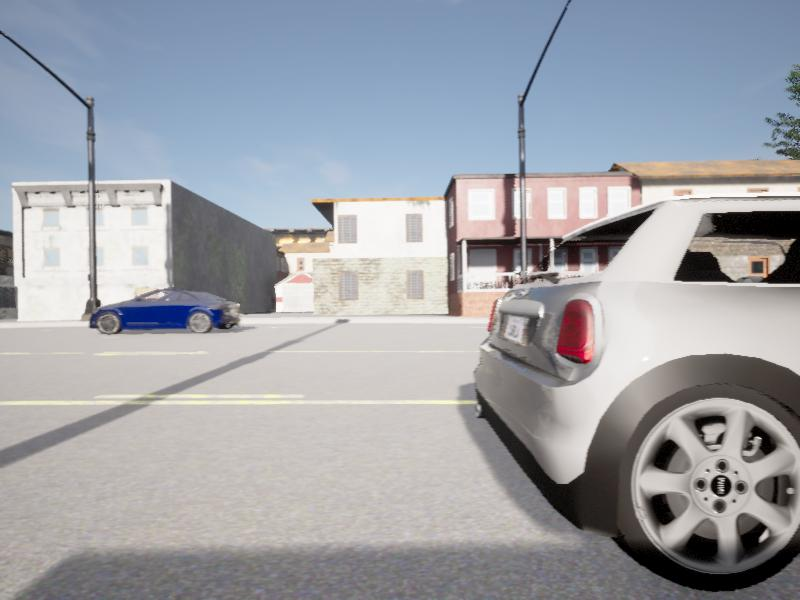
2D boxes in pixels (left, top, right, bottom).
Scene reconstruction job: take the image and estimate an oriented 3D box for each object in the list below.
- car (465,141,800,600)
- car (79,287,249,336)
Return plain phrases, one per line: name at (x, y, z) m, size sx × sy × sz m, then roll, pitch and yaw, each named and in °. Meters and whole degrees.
car at (2.425, 0.258, 2.207) m, size 3.806 × 1.475 × 1.970 m, roll 0°, pitch 0°, yaw 0°
car at (-7.274, 0.341, 12.683) m, size 4.181 × 1.385 × 1.994 m, roll -1°, pitch 0°, yaw 0°
